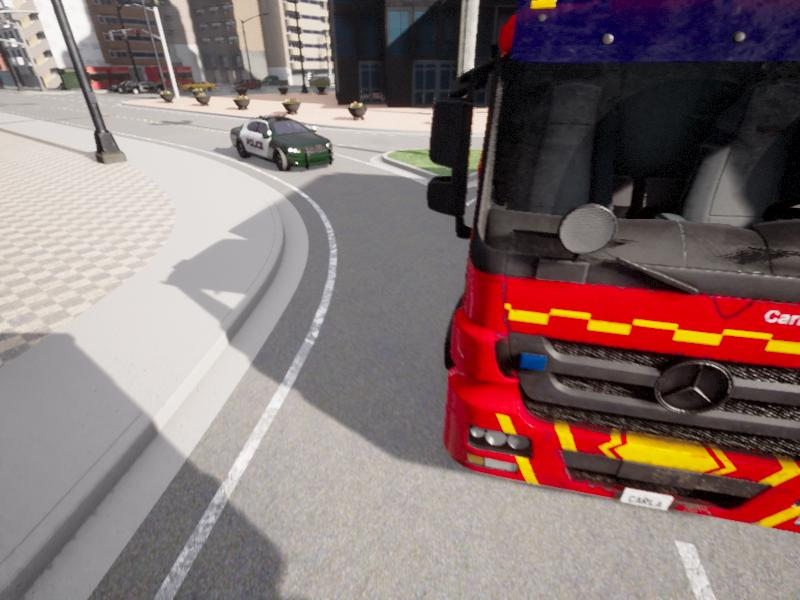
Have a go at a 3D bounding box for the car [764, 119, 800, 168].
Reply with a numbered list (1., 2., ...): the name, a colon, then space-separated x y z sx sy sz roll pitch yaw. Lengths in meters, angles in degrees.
1. car: 15.662 -5.560 14.079 4.181 1.385 1.994 -10 32 -16

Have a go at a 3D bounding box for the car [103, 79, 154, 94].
1. car: -37.389 -29.502 55.249 1.930 1.638 5.238 20 35 30

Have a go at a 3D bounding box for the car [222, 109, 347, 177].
1. car: -4.292 -5.838 14.499 2.038 1.542 4.974 -25 39 -36

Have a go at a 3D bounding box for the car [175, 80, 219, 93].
1. car: -29.844 -31.567 58.986 1.801 1.575 5.366 20 35 31

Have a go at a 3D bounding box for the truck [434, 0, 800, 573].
1. truck: 2.615 -1.971 5.575 2.891 3.827 8.468 6 31 11

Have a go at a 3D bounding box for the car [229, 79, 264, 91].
1. car: -24.822 -34.910 64.849 2.033 1.649 4.856 20 35 31

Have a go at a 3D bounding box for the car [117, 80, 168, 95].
1. car: -34.428 -28.559 53.631 1.930 1.638 5.238 20 36 31

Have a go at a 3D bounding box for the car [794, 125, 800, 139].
1. car: 21.360 -8.252 18.147 4.605 1.855 1.932 -3 31 -5

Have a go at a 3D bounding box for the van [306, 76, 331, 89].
1. van: -15.350 -41.302 75.855 1.775 1.987 4.442 20 35 31
